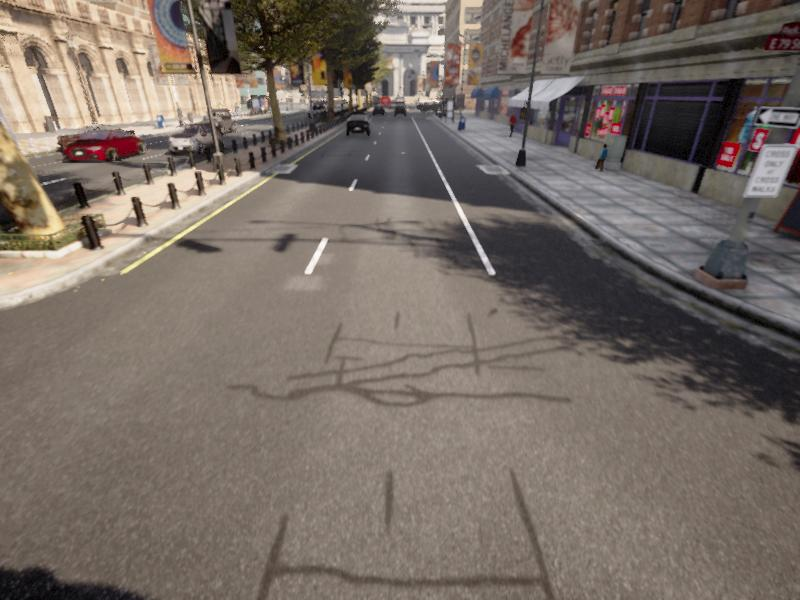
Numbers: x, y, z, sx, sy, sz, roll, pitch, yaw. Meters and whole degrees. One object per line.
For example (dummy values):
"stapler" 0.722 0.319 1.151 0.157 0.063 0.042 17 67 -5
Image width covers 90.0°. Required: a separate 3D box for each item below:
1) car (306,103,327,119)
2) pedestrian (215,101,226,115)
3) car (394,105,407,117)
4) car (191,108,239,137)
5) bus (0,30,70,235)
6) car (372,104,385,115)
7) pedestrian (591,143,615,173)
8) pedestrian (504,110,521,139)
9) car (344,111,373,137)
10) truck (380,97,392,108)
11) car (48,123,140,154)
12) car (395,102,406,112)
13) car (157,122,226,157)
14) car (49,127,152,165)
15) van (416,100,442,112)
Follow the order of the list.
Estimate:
"car" -11.485 -26.182 55.334 1.932 1.855 4.605 0 27 0
"pedestrian" -26.419 -28.257 58.875 0.751 1.860 0.751 6 28 10
"car" 0.042 -28.921 61.177 1.837 1.490 4.892 0 27 0
"car" -14.978 -14.532 32.656 1.905 1.878 3.866 0 27 0
"bus" -11.369 -2.063 5.870 3.944 4.253 10.273 0 28 0
"car" -3.454 -31.361 65.905 1.970 1.475 3.806 0 27 0
"pedestrian" 8.331 -5.843 16.455 0.500 1.100 0.500 0 27 -1
"pedestrian" 8.050 -12.565 28.681 0.751 1.860 0.751 1 27 1
"car" -3.382 -14.834 33.617 1.930 1.638 5.238 0 27 -1
"truck" -3.432 -48.343 97.811 2.627 2.467 5.204 0 27 0
"car" -18.233 -9.859 24.192 1.895 1.301 4.718 0 27 0
"car" 0.068 -38.111 78.871 1.930 1.638 5.238 1 27 2
"car" -11.519 -9.056 22.445 1.845 1.501 3.633 0 27 0
"car" -14.985 -7.911 20.365 1.994 1.385 4.181 0 27 0
"van" 5.403 -36.485 75.294 4.480 2.038 2.069 11 29 24
